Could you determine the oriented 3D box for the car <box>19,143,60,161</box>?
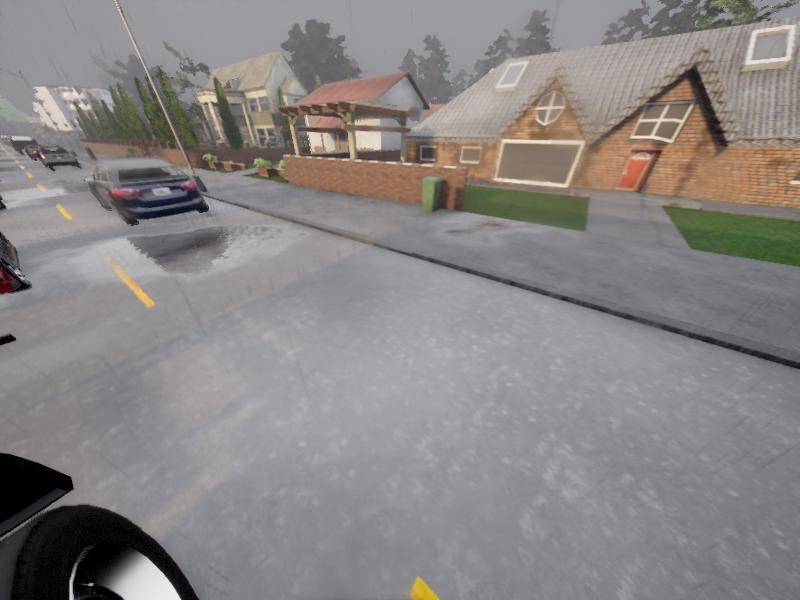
[{"bbox_3d":[-40.103,-16.486,25.697,4.193,1.474,1.816,22,41,28],"label":"car"}]

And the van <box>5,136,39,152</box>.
[{"bbox_3d":[-63.248,-26.085,38.644,4.480,2.038,2.069,23,41,28],"label":"van"}]

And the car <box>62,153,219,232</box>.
[{"bbox_3d":[-8.929,-3.944,7.985,4.611,1.667,2.242,22,41,28],"label":"car"}]

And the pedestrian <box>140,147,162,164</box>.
[{"bbox_3d":[-22.748,-13.213,21.124,0.751,1.300,0.751,25,42,31],"label":"pedestrian"}]

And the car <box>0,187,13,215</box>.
[{"bbox_3d":[-16.094,-3.981,8.103,4.514,1.525,2.007,22,41,28],"label":"car"}]

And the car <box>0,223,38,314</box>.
[{"bbox_3d":[-8.262,-0.746,3.712,4.181,1.385,1.994,22,41,28],"label":"car"}]

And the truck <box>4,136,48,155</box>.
[{"bbox_3d":[-55.034,-22.788,33.976,6.274,2.098,2.390,22,41,28],"label":"truck"}]

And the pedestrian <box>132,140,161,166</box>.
[{"bbox_3d":[-21.764,-12.660,19.862,0.751,1.860,0.751,18,39,23],"label":"pedestrian"}]

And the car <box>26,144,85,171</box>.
[{"bbox_3d":[-28.167,-11.709,18.902,3.988,1.617,1.851,22,41,28],"label":"car"}]

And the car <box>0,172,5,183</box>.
[{"bbox_3d":[-25.298,-7.708,13.317,4.514,1.525,2.007,22,41,28],"label":"car"}]
